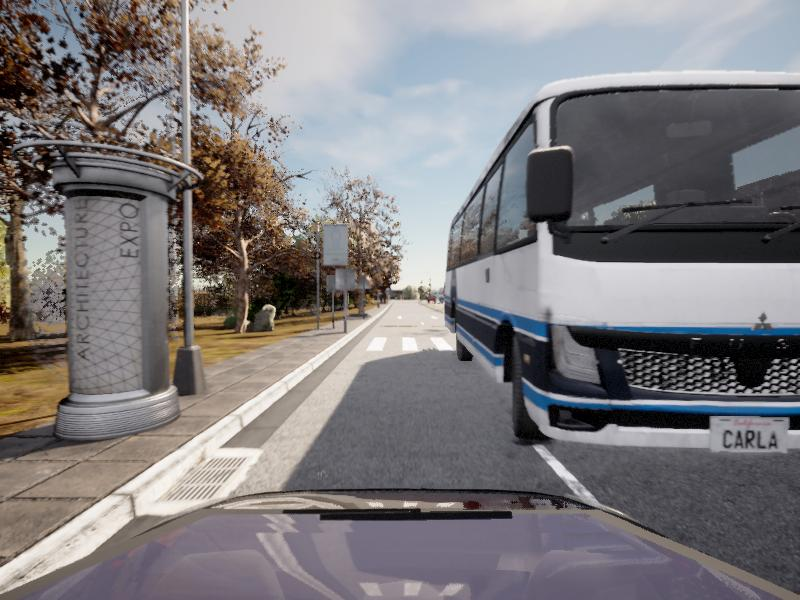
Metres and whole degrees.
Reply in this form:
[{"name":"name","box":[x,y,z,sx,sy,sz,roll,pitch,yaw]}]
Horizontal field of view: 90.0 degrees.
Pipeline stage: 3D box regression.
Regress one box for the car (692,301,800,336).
[{"name":"car","box":[16.825,0.835,19.251,4.792,1.488,2.163,1,0,-20]}]

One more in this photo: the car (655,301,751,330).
[{"name":"car","box":[16.848,0.840,22.270,4.674,1.452,2.002,1,0,-20]}]

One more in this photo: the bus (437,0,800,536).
[{"name":"bus","box":[3.073,-0.559,8.034,3.944,4.253,10.273,0,2,1]}]
